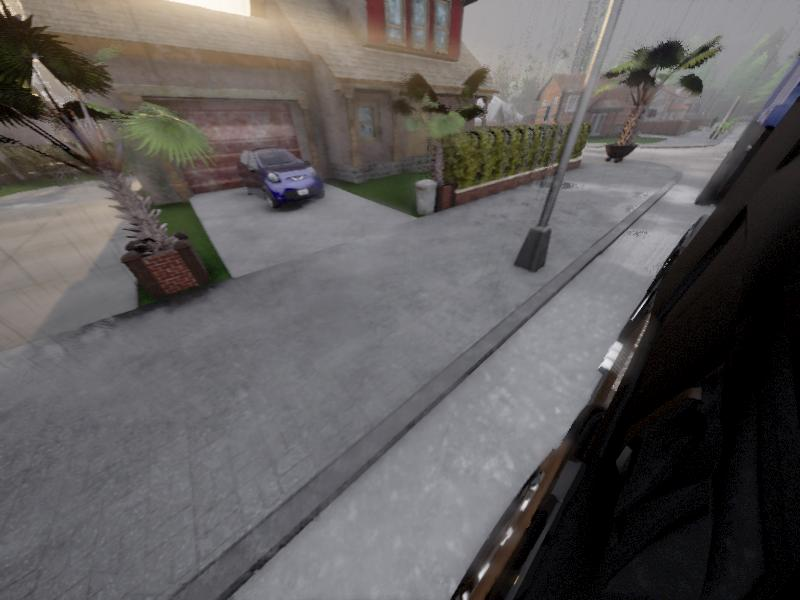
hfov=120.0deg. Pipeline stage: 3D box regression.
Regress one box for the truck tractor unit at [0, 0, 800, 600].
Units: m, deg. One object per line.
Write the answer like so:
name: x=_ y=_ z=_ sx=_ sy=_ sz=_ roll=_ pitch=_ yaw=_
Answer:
truck tractor unit: x=2.645 y=-0.295 z=0.351 sx=6.516 sy=4.208 sz=3.053 roll=-28 pitch=44 yaw=-30

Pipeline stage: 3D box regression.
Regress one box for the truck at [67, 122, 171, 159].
truck: x=-39.380 y=-22.942 z=33.154 sx=8.468 sy=3.827 sz=2.891 roll=-28 pitch=44 yaw=-30

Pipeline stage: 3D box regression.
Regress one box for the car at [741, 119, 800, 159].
car: x=23.479 y=-9.011 z=12.839 sx=4.553 sy=1.767 sz=2.097 roll=3 pitch=37 yaw=7

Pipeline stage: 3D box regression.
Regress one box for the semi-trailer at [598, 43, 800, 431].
semi-trailer: x=8.693 y=-3.594 z=4.254 sx=14.254 sy=4.402 sz=2.717 roll=-28 pitch=44 yaw=-30

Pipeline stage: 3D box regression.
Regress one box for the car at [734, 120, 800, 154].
car: x=25.368 y=-11.331 z=15.953 sx=5.238 sy=1.638 sz=1.930 roll=-28 pitch=44 yaw=-30

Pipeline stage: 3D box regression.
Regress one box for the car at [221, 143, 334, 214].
car: x=-4.062 y=-4.164 z=7.610 sx=1.845 sy=1.501 sz=3.633 roll=-30 pitch=45 yaw=-32
